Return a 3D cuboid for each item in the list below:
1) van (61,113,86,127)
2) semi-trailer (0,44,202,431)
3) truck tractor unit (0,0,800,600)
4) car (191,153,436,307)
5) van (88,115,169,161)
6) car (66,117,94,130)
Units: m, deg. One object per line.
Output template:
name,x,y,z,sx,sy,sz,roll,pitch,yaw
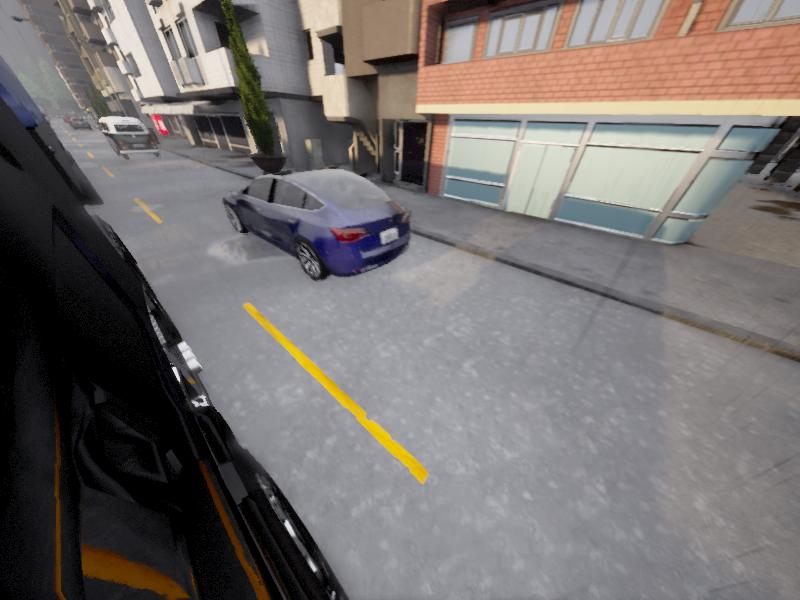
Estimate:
van,-60.432,-33.287,42.705,4.442,1.987,1.775,28,44,30
semi-trailer,-8.706,-3.595,4.229,14.254,4.402,2.717,28,44,30
truck tractor unit,-2.645,-0.295,0.351,6.516,4.208,3.053,28,44,30
car,-1.955,-1.941,4.866,4.792,1.488,2.163,28,44,30
van,-16.999,-10.180,14.477,4.480,2.038,2.069,28,44,30
car,-50.249,-27.655,36.237,3.806,1.475,1.970,28,44,30
